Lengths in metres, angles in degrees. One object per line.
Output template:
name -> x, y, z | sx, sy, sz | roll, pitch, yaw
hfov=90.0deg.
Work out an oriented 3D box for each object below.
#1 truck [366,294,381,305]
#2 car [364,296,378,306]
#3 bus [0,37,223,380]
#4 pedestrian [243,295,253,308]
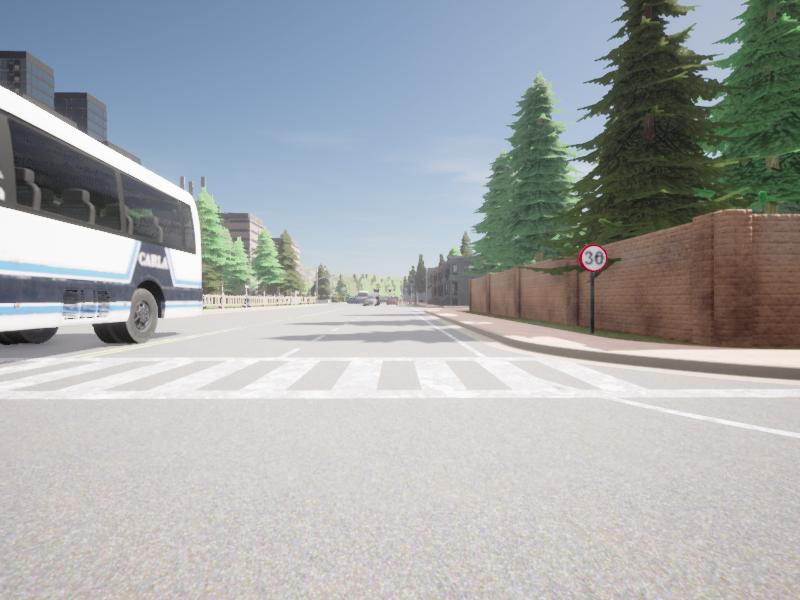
truck -> -5.022, -0.060, 76.609 | 2.390, 2.098, 6.274 | 0, 0, -1
car -> -4.860, 0.180, 67.348 | 2.152, 1.651, 5.027 | 0, 0, -1
bus -> -7.029, -1.133, 6.786 | 3.944, 4.253, 10.273 | 0, 0, -3
pedestrian -> -15.713, 0.165, 41.393 | 0.751, 1.300, 0.751 | 0, 0, -3
